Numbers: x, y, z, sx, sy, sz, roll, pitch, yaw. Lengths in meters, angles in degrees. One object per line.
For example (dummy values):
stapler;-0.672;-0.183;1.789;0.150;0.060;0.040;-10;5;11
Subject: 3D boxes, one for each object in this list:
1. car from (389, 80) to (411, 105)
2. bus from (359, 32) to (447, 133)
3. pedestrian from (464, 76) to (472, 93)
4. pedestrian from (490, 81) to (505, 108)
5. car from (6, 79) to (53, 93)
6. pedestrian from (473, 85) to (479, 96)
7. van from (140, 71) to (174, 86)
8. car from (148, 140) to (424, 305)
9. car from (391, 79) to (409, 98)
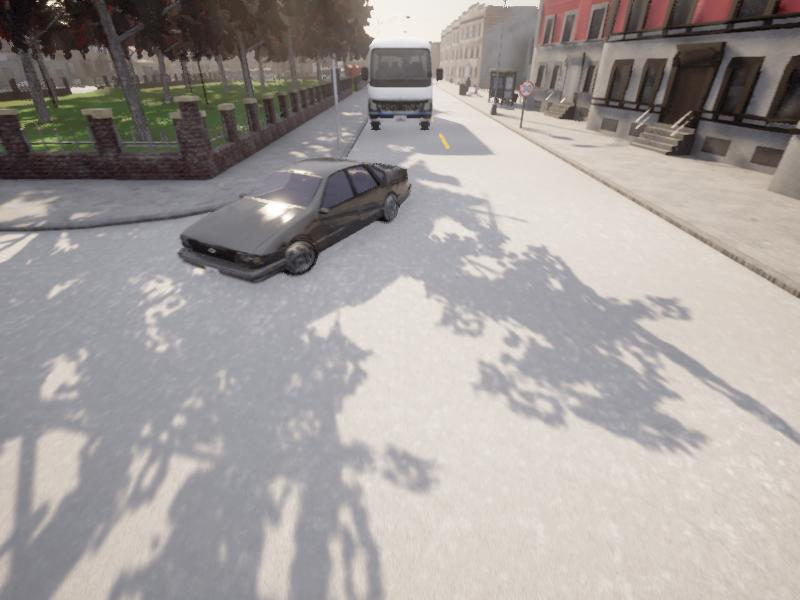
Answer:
car;0.020;-19.333;37.121;1.905;1.878;3.866;0;30;0
bus;0.137;-12.776;23.607;3.944;4.253;10.273;0;29;0
pedestrian;8.345;-26.531;49.189;0.751;1.860;0.751;1;30;2
pedestrian;7.709;-16.235;31.611;0.751;1.860;0.751;-4;31;-6
car;-49.266;-28.584;53.331;1.812;1.442;4.674;0;30;0
pedestrian;8.316;-22.829;43.620;0.500;1.100;0.500;2;30;4
van;-45.252;-41.457;74.762;2.351;2.431;6.366;0;30;0
car;-1.611;-1.971;7.972;2.033;1.411;5.357;15;34;24
car;0.026;-24.366;45.959;1.930;1.638;5.238;0;31;0
